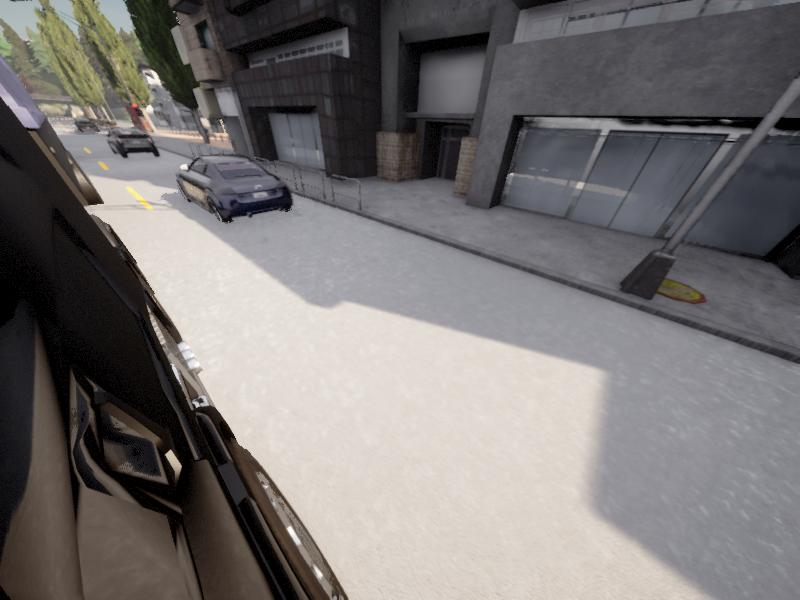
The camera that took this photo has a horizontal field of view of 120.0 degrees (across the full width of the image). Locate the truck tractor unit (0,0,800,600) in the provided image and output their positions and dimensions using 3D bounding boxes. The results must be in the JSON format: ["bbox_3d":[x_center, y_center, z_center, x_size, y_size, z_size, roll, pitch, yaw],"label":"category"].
[{"bbox_3d":[-2.645,-0.295,0.351,6.516,4.208,3.053,28,44,30],"label":"truck tractor unit"}]

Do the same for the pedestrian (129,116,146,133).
[{"bbox_3d":[-35.898,-24.000,31.647,0.751,1.860,0.751,-24,44,-31],"label":"pedestrian"}]

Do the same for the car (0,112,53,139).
[{"bbox_3d":[-35.495,-15.513,20.529,1.932,1.855,4.605,21,41,21],"label":"car"}]

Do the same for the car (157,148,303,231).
[{"bbox_3d":[-5.102,-3.549,6.922,4.181,1.385,1.994,28,44,30],"label":"car"}]

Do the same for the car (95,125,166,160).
[{"bbox_3d":[-17.469,-10.265,14.970,4.514,1.525,2.007,28,44,30],"label":"car"}]

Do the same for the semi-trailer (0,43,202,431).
[{"bbox_3d":[-8.696,-3.610,4.224,14.254,4.402,2.717,28,44,30],"label":"semi-trailer"}]

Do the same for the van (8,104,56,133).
[{"bbox_3d":[-45.085,-22.300,28.429,5.915,2.561,1.988,28,44,30],"label":"van"}]
